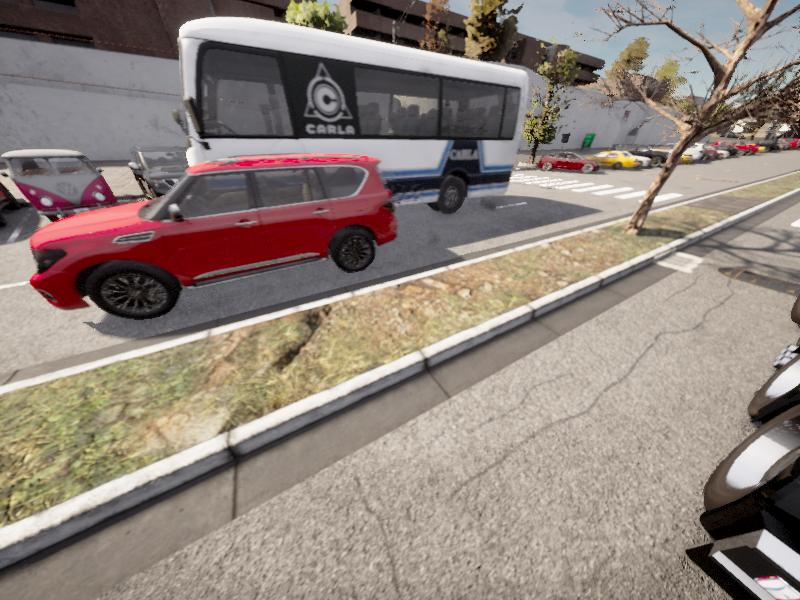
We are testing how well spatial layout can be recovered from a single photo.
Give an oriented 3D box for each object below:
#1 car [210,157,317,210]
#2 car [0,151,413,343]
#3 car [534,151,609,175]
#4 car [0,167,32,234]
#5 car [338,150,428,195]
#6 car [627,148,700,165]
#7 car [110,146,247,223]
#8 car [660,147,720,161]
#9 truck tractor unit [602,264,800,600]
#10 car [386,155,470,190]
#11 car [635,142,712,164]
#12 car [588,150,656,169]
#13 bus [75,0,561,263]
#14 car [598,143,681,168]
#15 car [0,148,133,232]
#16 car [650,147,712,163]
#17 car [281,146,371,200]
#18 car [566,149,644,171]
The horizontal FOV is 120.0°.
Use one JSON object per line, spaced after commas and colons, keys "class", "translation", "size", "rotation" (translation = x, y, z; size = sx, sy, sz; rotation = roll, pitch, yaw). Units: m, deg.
{"class": "car", "translation": [-6.270, -5.494, 10.528], "size": [4.892, 1.521, 2.231], "rotation": [26, 42, 33]}
{"class": "car", "translation": [-2.729, -1.548, 4.417], "size": [5.566, 2.045, 2.150], "rotation": [-17, 38, -23]}
{"class": "car", "translation": [14.736, -11.986, 20.081], "size": [4.792, 1.488, 2.163], "rotation": [26, 42, 33]}
{"class": "car", "translation": [-14.138, -3.280, 6.837], "size": [5.566, 2.045, 2.435], "rotation": [26, 42, 33]}
{"class": "car", "translation": [-1.026, -7.214, 12.820], "size": [4.553, 1.767, 2.185], "rotation": [26, 42, 33]}
{"class": "car", "translation": [30.634, -16.902, 27.126], "size": [5.366, 1.575, 1.946], "rotation": [26, 42, 33]}
{"class": "car", "translation": [-8.861, -4.886, 9.190], "size": [5.566, 2.045, 2.435], "rotation": [26, 42, 33]}
{"class": "car", "translation": [38.391, -19.459, 30.795], "size": [4.674, 1.452, 2.002], "rotation": [26, 42, 33]}
{"class": "truck tractor unit", "translation": [5.108, -0.305, 0.776], "size": [6.516, 4.208, 3.053], "rotation": [-18, 39, -24]}
{"class": "car", "translation": [1.566, -7.898, 14.116], "size": [4.674, 1.452, 2.002], "rotation": [26, 42, 33]}
{"class": "car", "translation": [33.101, -18.020, 28.281], "size": [5.566, 2.045, 2.435], "rotation": [26, 43, 33]}
{"class": "car", "translation": [22.601, -14.449, 23.688], "size": [4.674, 1.452, 2.002], "rotation": [26, 42, 33]}
{"class": "bus", "translation": [-0.712, -4.958, 7.412], "size": [10.273, 4.253, 3.944], "rotation": [-17, 38, -24]}
{"class": "car", "translation": [25.260, -15.501, 24.701], "size": [5.566, 2.045, 2.435], "rotation": [26, 42, 33]}
{"class": "car", "translation": [-11.408, -4.020, 7.967], "size": [4.442, 1.987, 1.878], "rotation": [26, 42, 33]}
{"class": "car", "translation": [35.730, -18.630, 29.618], "size": [4.792, 1.488, 2.163], "rotation": [26, 43, 33]}
{"class": "car", "translation": [-3.751, -6.539, 11.655], "size": [4.442, 1.987, 1.878], "rotation": [26, 42, 33]}
{"class": "car", "translation": [19.829, -13.724, 22.564], "size": [5.366, 1.575, 1.946], "rotation": [26, 42, 33]}
